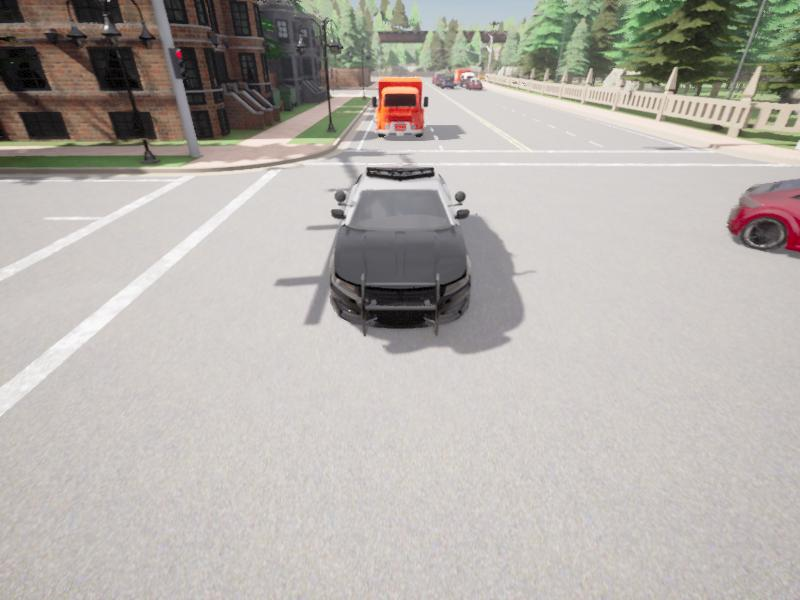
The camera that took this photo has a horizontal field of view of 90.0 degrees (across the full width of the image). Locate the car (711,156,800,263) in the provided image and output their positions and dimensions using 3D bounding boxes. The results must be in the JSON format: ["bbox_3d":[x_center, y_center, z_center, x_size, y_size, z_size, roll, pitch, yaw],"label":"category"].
[{"bbox_3d":[8.377,-1.349,6.937,4.181,1.385,1.994,27,40,38],"label":"car"}]

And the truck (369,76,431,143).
[{"bbox_3d":[0.012,-9.601,19.898,2.627,2.467,5.204,0,32,0],"label":"truck"}]

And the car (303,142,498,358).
[{"bbox_3d":[0.006,-1.328,6.631,1.930,1.638,5.238,0,30,0],"label":"car"}]

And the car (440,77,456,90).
[{"bbox_3d":[7.028,-32.197,59.374,1.851,1.617,3.988,0,30,0],"label":"car"}]

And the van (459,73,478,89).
[{"bbox_3d":[10.527,-34.020,62.058,2.069,2.038,4.480,0,30,0],"label":"van"}]

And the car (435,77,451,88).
[{"bbox_3d":[7.030,-35.521,65.260,2.033,1.411,5.357,0,30,0],"label":"car"}]

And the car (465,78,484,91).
[{"bbox_3d":[10.526,-30.619,56.808,1.970,1.475,3.806,0,30,0],"label":"car"}]

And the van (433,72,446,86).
[{"bbox_3d":[7.030,-39.367,71.240,1.775,1.987,4.442,0,30,0],"label":"van"}]

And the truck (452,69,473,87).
[{"bbox_3d":[10.532,-37.712,67.938,2.627,2.467,5.204,0,30,0],"label":"truck"}]
